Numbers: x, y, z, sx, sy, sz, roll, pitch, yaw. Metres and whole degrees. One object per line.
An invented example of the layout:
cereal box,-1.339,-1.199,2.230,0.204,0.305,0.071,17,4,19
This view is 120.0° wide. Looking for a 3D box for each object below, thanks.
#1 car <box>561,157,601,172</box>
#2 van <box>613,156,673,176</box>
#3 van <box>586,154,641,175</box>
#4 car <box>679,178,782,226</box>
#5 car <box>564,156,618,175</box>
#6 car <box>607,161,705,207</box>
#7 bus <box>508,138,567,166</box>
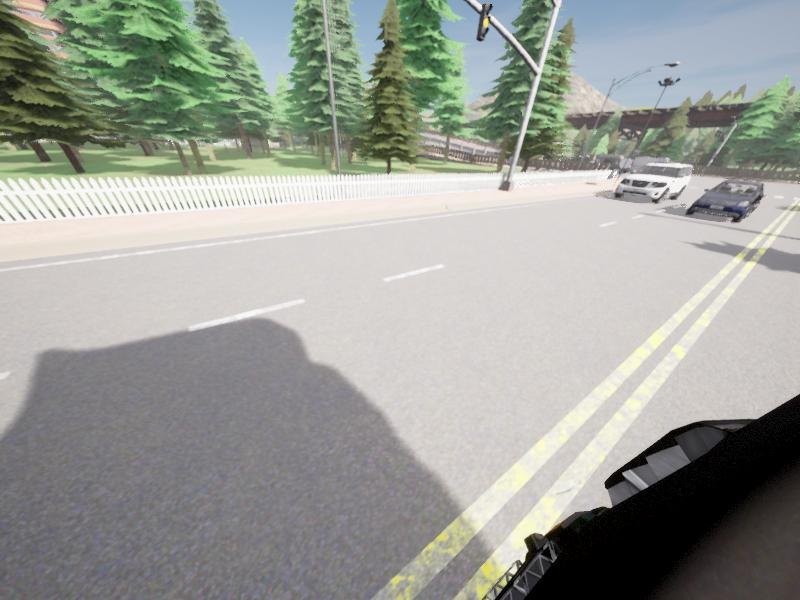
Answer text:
car,30.258,-22.743,38.789,1.932,1.855,4.605,-18,39,-29
van,41.880,-23.323,40.074,2.351,2.431,6.366,-18,39,-28
van,34.944,-22.436,38.099,1.988,2.561,5.915,-18,39,-29
car,15.270,-4.641,10.705,3.705,1.549,1.789,-17,38,-27
car,28.871,-20.502,35.170,2.150,2.045,5.566,-18,39,-29
car,15.864,-7.302,14.310,5.566,2.045,2.150,-17,38,-27
bus,30.946,-33.941,52.888,3.944,4.253,10.273,-18,43,-28
